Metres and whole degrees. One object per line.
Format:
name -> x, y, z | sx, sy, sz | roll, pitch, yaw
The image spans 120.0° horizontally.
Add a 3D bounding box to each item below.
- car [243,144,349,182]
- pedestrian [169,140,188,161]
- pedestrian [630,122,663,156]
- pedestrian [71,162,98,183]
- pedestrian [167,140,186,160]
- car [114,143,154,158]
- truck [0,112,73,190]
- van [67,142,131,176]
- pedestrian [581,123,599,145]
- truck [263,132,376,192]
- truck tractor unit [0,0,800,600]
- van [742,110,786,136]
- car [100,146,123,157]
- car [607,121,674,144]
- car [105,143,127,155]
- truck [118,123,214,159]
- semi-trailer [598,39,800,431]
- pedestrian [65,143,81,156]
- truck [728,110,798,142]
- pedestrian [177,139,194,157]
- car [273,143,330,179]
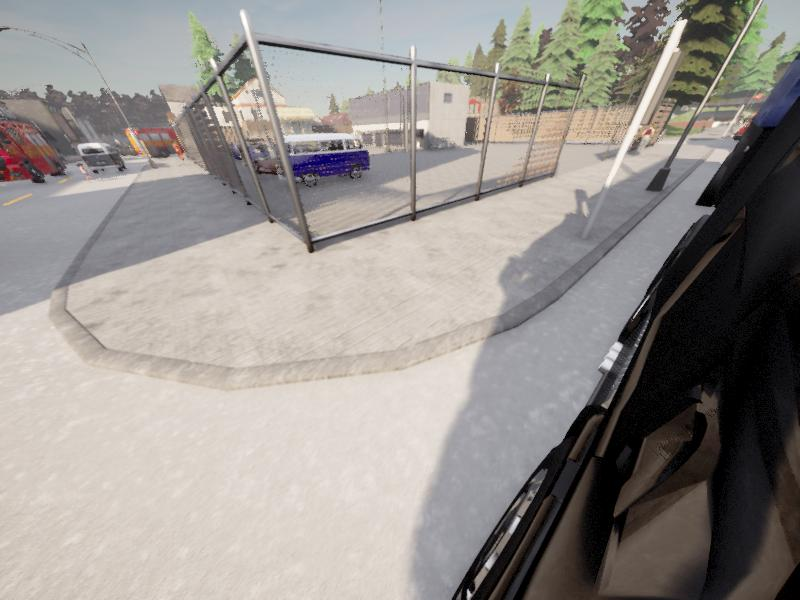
car -> -6.109, -8.483, 14.122 | 5.357, 1.415, 2.033 | -28, 43, -30
pedestrian -> -24.145, -16.298, 25.196 | 0.751, 1.860, 0.751 | -22, 41, -25
pedestrian -> 16.722, -10.938, 15.715 | 0.751, 1.860, 0.751 | -27, 43, -30
pedestrian -> -20.209, -8.183, 14.814 | 0.500, 1.100, 0.500 | -32, 45, -33
pedestrian -> -25.320, -17.007, 26.220 | 0.751, 1.860, 0.751 | -25, 42, -28
car -> -41.795, -23.530, 36.314 | 4.611, 1.667, 2.242 | 13, 40, 20
truck -> -26.423, -9.897, 15.219 | 2.891, 3.827, 8.468 | -28, 43, -30
van -> -25.138, -12.030, 19.537 | 2.069, 2.038, 4.480 | -28, 43, -30
pedestrian -> 20.549, -17.958, 25.007 | 0.751, 1.860, 0.751 | -28, 44, -31
truck -> -3.702, -6.930, 11.364 | 4.478, 2.038, 2.069 | -28, 43, -30
truck tractor unit -> 2.645, -0.295, 0.351 | 6.516, 4.208, 3.053 | -28, 44, -30
van -> 47.975, -23.418, 30.573 | 5.915, 2.561, 1.988 | -28, 43, -30
car -> -55.313, -28.579, 44.388 | 1.837, 1.490, 4.892 | -28, 43, -30
car -> 26.553, -18.553, 25.709 | 1.932, 1.855, 4.605 | -28, 43, -30
car -> -60.358, -32.175, 49.217 | 1.932, 1.855, 4.605 | -28, 43, -30
truck -> -32.678, -22.823, 33.052 | 2.891, 3.827, 8.468 | 13, 39, 19
semi-trailer -> 8.701, -3.578, 4.261 | 14.254, 4.402, 2.717 | -28, 43, -30
pedestrian -> -61.223, -28.180, 43.284 | 0.751, 1.860, 0.751 | -21, 40, -23
truck -> 37.818, -18.207, 24.130 | 5.204, 2.467, 2.627 | -23, 42, -26
pedestrian -> -28.651, -20.297, 30.853 | 0.751, 1.860, 0.751 | 24, 44, 31
car -> -6.134, -8.705, 14.302 | 1.789, 1.547, 3.705 | -28, 43, -30
